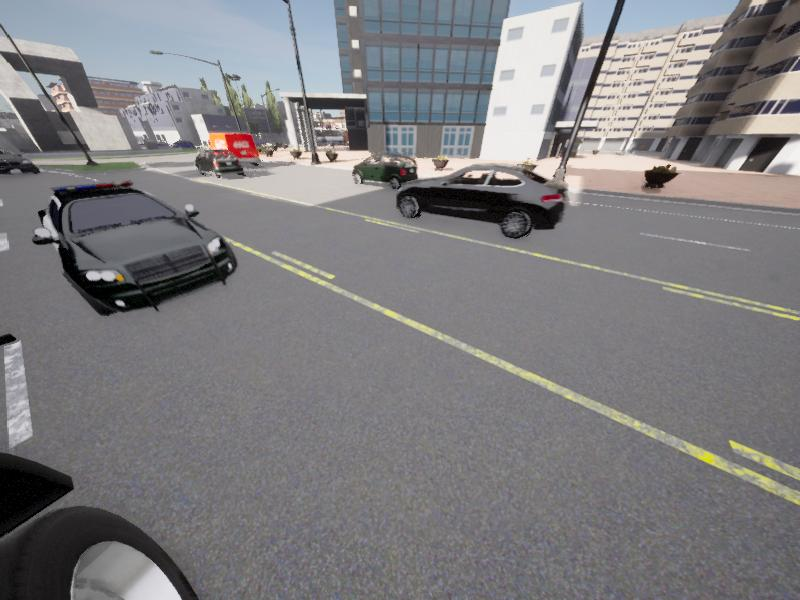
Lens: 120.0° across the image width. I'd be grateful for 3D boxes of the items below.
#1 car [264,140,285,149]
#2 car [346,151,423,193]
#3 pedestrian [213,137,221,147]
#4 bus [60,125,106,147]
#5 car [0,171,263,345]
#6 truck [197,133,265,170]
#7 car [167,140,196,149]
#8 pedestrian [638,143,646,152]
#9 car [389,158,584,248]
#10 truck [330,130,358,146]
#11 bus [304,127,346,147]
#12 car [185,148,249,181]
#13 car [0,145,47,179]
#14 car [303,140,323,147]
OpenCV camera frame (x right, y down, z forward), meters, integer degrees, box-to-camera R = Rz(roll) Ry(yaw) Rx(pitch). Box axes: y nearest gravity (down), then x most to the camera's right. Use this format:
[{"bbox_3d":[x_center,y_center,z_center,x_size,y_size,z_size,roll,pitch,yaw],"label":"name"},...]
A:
[{"bbox_3d":[-28.180,-35.003,52.012,1.851,1.617,3.988,5,35,7],"label":"car"},{"bbox_3d":[-0.866,-7.061,12.580,3.705,1.549,1.789,21,40,26],"label":"car"},{"bbox_3d":[-44.410,-38.379,56.084,0.751,1.860,0.751,-4,35,-6],"label":"pedestrian"},{"bbox_3d":[-79.116,-41.000,57.731,10.273,4.253,3.944,21,40,26],"label":"bus"},{"bbox_3d":[-5.232,-1.342,4.446,4.974,1.542,2.038,22,41,28],"label":"car"},{"bbox_3d":[-15.008,-13.318,20.552,5.204,2.467,2.627,26,42,30],"label":"truck"},{"bbox_3d":[-46.519,-33.163,49.289,4.193,1.474,1.816,4,35,4],"label":"car"},{"bbox_3d":[66.677,-42.006,63.634,0.751,1.860,0.751,16,38,21],"label":"pedestrian"},{"bbox_3d":[2.331,-3.289,7.187,5.027,1.651,2.152,21,40,27],"label":"car"},{"bbox_3d":[-17.323,-50.827,72.553,2.891,3.827,8.468,21,40,27],"label":"truck"},{"bbox_3d":[-20.362,-44.917,63.771,3.944,4.253,10.273,21,40,27],"label":"bus"},{"bbox_3d":[-12.184,-9.122,15.410,3.705,1.549,1.789,24,41,29],"label":"car"},{"bbox_3d":[-26.907,-9.233,15.339,4.611,1.667,2.242,14,37,18],"label":"car"},{"bbox_3d":[-24.301,-43.924,64.724,1.837,1.490,4.892,21,40,27],"label":"car"}]
